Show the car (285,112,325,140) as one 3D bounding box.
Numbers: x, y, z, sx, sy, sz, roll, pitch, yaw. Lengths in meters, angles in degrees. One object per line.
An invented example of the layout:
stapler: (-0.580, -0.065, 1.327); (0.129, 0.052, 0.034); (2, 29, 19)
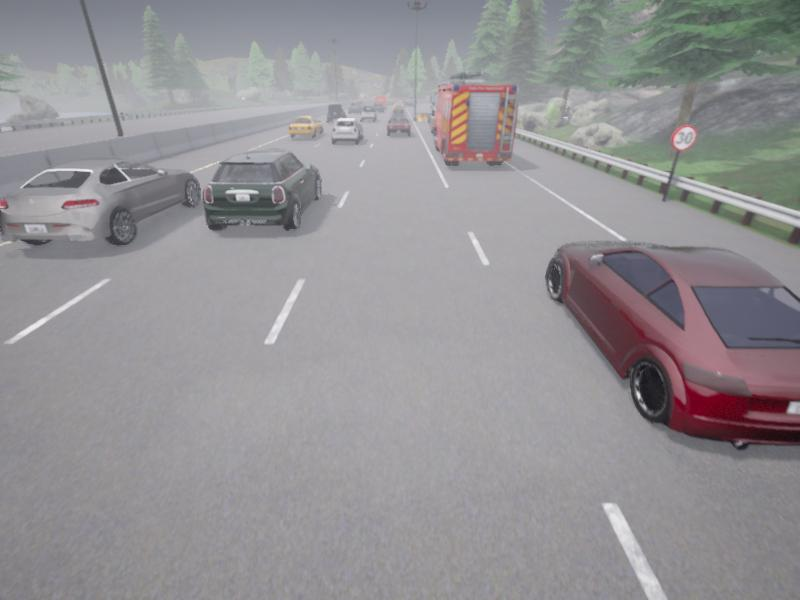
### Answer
car: (-7.087, -13.266, 30.398); (1.801, 1.575, 5.366); (0, 27, 0)

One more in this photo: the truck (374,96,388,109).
truck: (-3.863, -41.400, 83.790); (2.627, 2.467, 5.204); (1, 27, 1)

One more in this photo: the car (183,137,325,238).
car: (-3.536, -3.262, 10.881); (2.097, 1.767, 4.553); (0, 27, 0)

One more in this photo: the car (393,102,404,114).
car: (-0.285, -32.388, 67.435); (1.882, 1.535, 5.008); (0, 27, 0)

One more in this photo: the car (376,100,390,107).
car: (-4.141, -48.796, 99.186); (1.812, 1.442, 4.674); (11, 29, 20)

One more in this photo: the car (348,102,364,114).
car: (-7.281, -32.026, 66.523); (2.242, 1.667, 4.611); (0, 27, 0)

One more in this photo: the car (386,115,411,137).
car: (-0.097, -14.289, 32.748); (1.895, 1.301, 4.718); (0, 27, 0)

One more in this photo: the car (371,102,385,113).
car: (-3.801, -33.774, 70.069); (2.242, 1.667, 4.611); (0, 27, 0)

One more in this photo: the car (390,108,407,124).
car: (-0.153, -20.550, 44.586); (1.845, 1.501, 3.633); (0, 28, 0)

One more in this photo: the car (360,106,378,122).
car: (-3.670, -22.243, 47.737); (1.851, 1.617, 3.988); (0, 27, 0)

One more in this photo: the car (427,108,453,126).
car: (4.451, -20.195, 43.935); (2.038, 1.542, 4.974); (7, 28, 12)

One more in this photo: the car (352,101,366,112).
car: (-7.314, -35.074, 72.440); (2.033, 1.649, 4.856); (0, 27, 0)

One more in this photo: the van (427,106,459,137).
van: (3.406, -14.569, 32.517); (2.069, 2.038, 4.480); (0, 28, 0)

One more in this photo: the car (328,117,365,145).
car: (-3.576, -11.660, 27.442); (1.970, 1.475, 3.806); (0, 27, 0)

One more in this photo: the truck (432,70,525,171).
truck: (3.449, -9.261, 20.323); (2.891, 3.827, 8.468); (0, 27, 0)

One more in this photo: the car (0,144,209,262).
car: (-7.034, -2.659, 9.870); (2.152, 1.651, 5.027); (0, 28, 0)

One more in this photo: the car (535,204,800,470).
car: (3.477, -0.033, 5.172); (1.994, 1.385, 4.181); (0, 27, 0)

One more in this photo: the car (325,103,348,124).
car: (-7.156, -21.124, 45.237); (1.905, 1.878, 3.866); (0, 28, 0)
